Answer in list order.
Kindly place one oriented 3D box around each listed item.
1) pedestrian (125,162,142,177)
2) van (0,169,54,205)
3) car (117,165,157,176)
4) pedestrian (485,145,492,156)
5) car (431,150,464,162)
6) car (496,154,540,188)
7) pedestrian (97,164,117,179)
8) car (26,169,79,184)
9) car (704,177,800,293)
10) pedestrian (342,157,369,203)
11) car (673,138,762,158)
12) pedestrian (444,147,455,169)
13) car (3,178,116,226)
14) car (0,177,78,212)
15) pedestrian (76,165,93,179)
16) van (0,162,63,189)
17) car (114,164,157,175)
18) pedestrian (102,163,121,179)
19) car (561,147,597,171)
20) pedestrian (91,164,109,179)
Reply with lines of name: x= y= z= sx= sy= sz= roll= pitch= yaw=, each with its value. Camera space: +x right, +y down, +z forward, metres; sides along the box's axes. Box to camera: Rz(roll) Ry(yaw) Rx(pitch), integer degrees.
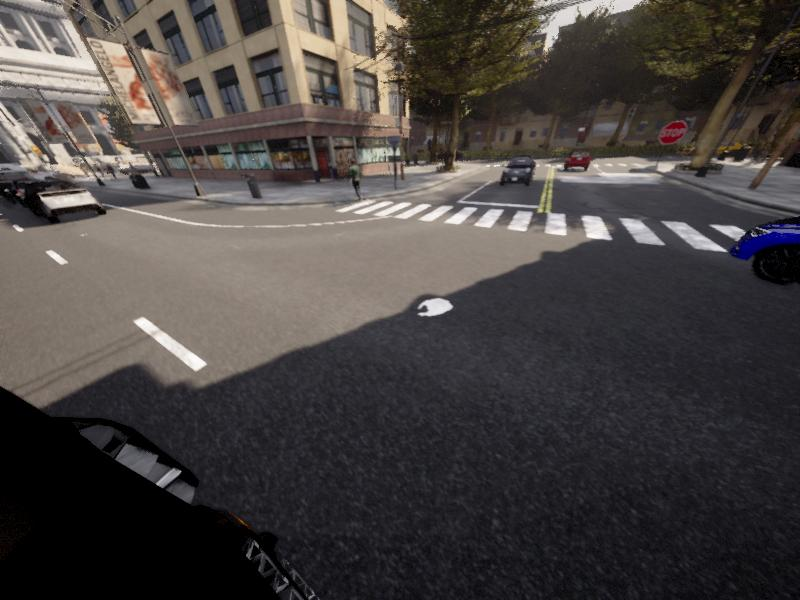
pedestrian: x=-37.672 y=-18.466 z=32.640 sx=0.751 sy=1.860 sz=0.751 roll=24 pitch=42 yaw=34
van: x=-27.549 y=-8.204 z=16.563 sx=4.442 sy=1.987 sz=1.775 roll=16 pitch=38 yaw=26
car: x=-46.662 y=-23.076 z=41.028 sx=1.994 sy=1.385 sz=4.181 roll=16 pitch=38 yaw=26
pedestrian: x=16.701 y=-28.257 z=43.663 sx=0.751 sy=1.860 sz=0.751 roll=15 pitch=37 yaw=25
car: x=7.980 y=-24.239 z=38.796 sx=5.008 sy=1.535 sz=1.882 roll=16 pitch=38 yaw=26
car: x=7.354 y=-8.055 z=14.290 sx=1.845 sy=1.501 sz=3.633 roll=15 pitch=37 yaw=25
pedestrian: x=-42.000 y=-18.386 z=33.101 sx=0.751 sy=1.860 sz=0.751 roll=7 pitch=34 yaw=14
car: x=-48.621 y=-17.392 z=32.405 sx=1.845 sy=1.501 sz=3.633 roll=16 pitch=38 yaw=26
car: x=7.581 y=-0.440 z=2.771 sx=1.816 sy=1.474 sz=4.193 roll=-13 pitch=35 yaw=-15
pedestrian: x=-2.130 y=-5.788 z=11.167 sx=0.751 sy=1.860 sz=0.751 roll=-24 pitch=39 yaw=-29
car: x=34.609 y=-16.721 z=25.472 sx=5.366 sy=1.575 sz=1.801 roll=16 pitch=38 yaw=26
pedestrian: x=5.088 y=-14.605 z=23.767 sx=0.751 sy=1.860 sz=0.751 roll=27 pitch=43 yaw=37
car: x=-16.309 y=-4.841 z=11.086 sx=4.514 sy=1.525 sz=2.007 roll=16 pitch=38 yaw=26
car: x=-21.735 y=-6.402 z=13.834 sx=3.633 sy=1.501 sz=1.845 roll=16 pitch=38 yaw=26
pedestrian: x=-50.494 y=-20.549 z=36.981 sx=0.751 sy=1.860 sz=0.751 roll=25 pitch=42 yaw=35
van: x=-47.348 y=-15.198 z=28.171 sx=2.351 sy=2.431 sz=6.366 roll=16 pitch=38 yaw=26
car: x=-49.272 y=-24.394 z=43.123 sx=2.163 sy=1.488 sz=4.792 roll=16 pitch=38 yaw=26
pedestrian: x=-38.742 y=-17.334 z=30.999 sx=0.751 sy=1.860 sz=0.751 roll=19 pitch=39 yaw=29
car: x=15.294 y=-12.170 z=19.953 sx=1.789 sy=1.549 sz=3.705 roll=15 pitch=37 yaw=25
pedestrian: x=-45.081 y=-19.338 z=34.762 sx=0.751 sy=1.860 sz=0.751 roll=14 pitch=37 yaw=24
